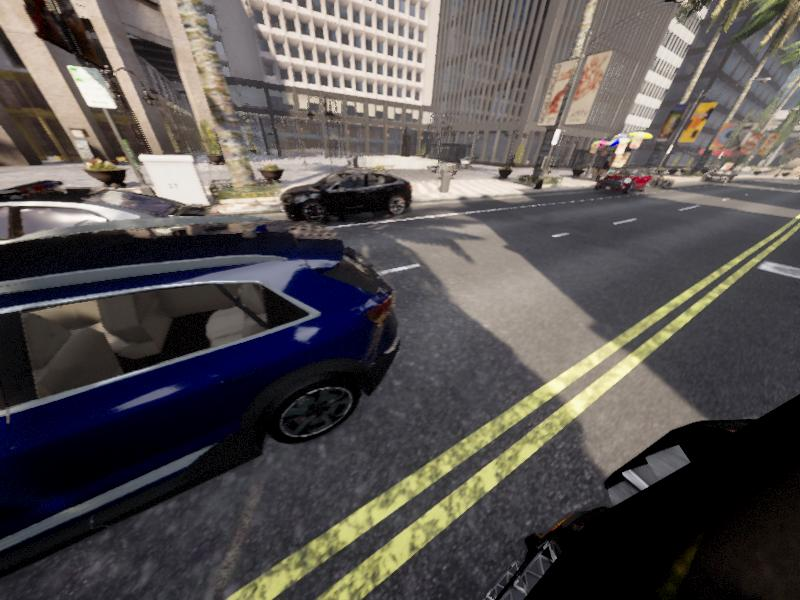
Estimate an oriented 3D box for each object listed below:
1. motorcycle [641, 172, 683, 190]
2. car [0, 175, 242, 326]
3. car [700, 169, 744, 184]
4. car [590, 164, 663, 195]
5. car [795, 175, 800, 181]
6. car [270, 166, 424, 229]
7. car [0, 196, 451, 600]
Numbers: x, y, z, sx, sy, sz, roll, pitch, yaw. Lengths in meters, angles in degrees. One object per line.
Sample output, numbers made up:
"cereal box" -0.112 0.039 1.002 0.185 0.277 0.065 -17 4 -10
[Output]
"motorcycle" 23.786 -10.822 21.012 2.356 1.277 0.764 2 33 -1
"car" -5.541 -0.866 3.479 4.974 1.542 2.038 -16 38 -26
"car" 42.751 -16.462 30.677 4.892 1.521 2.231 -16 38 -26
"car" 17.365 -9.315 17.739 4.553 1.767 2.185 -16 38 -26
"car" 79.084 -23.456 43.973 5.008 1.535 1.882 -5 34 -11
"car" -1.773 -3.913 8.417 4.792 1.488 2.163 -16 38 -26
"car" -2.298 0.412 1.703 4.856 1.649 2.033 -15 38 -26
